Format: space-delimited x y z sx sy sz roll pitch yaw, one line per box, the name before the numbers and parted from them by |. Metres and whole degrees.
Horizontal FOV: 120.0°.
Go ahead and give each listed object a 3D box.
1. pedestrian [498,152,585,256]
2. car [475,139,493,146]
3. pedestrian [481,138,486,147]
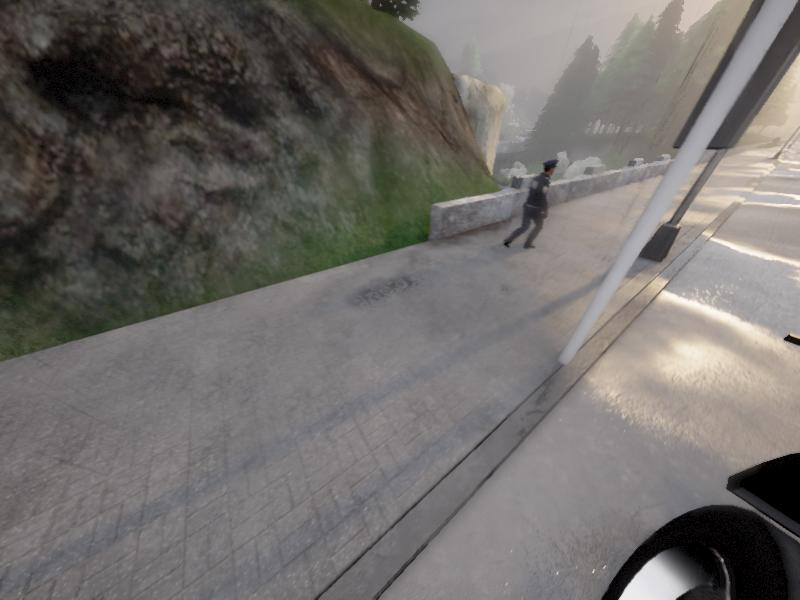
pedestrian | 2.811 -1.963 4.828 0.751 1.860 0.751 -5 36 -7
car | 24.079 -45.010 66.068 5.238 1.638 1.930 -22 41 -28
pedestrian | 21.381 -40.391 59.133 0.751 1.860 0.751 -22 41 -27
